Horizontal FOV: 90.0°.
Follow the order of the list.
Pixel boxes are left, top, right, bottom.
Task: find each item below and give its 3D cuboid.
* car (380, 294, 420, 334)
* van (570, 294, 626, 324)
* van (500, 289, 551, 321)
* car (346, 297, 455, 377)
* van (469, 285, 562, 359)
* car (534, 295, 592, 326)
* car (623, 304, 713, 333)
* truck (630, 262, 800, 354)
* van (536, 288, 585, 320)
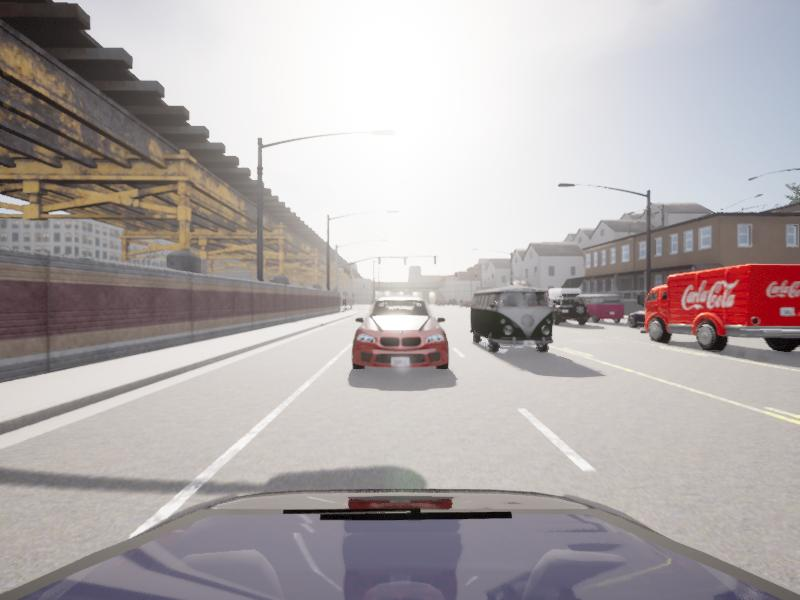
[{"bbox_3d":[0.011,0.641,20.760,1.905,1.878,3.866,0,1,0],"label":"car"},{"bbox_3d":[14.008,0.593,28.566,1.775,1.987,4.442,0,0,0],"label":"van"},{"bbox_3d":[10.520,0.375,34.176,2.351,2.431,6.366,0,0,0],"label":"van"},{"bbox_3d":[0.006,0.753,10.592,2.242,1.667,4.611,0,0,0],"label":"car"},{"bbox_3d":[3.511,0.598,13.061,1.775,1.987,4.442,0,0,0],"label":"van"},{"bbox_3d":[10.514,0.650,26.202,1.932,1.855,4.605,0,0,0],"label":"car"},{"bbox_3d":[14.004,0.906,21.237,1.994,1.385,4.181,0,0,1],"label":"car"},{"bbox_3d":[10.509,0.321,13.356,2.627,2.467,5.204,0,-3,0],"label":"truck"},{"bbox_3d":[14.009,0.320,35.404,1.988,2.561,5.915,0,0,0],"label":"van"}]
